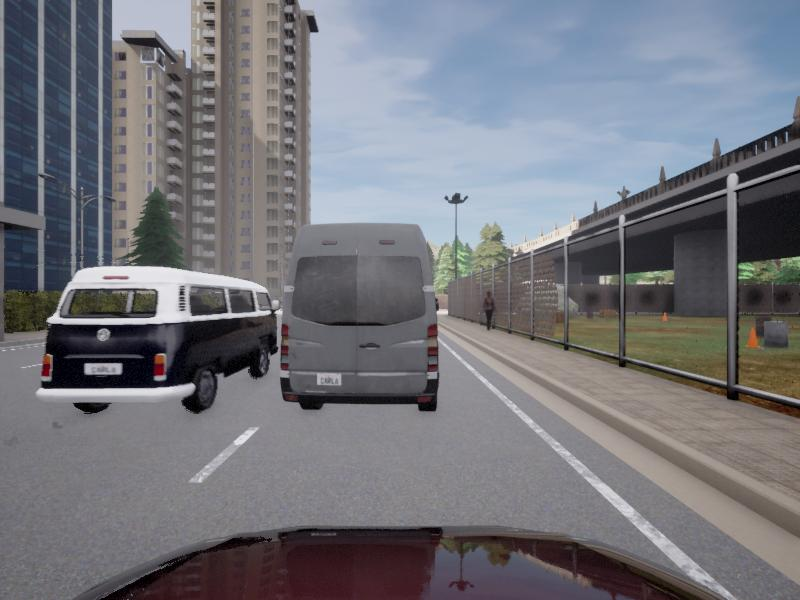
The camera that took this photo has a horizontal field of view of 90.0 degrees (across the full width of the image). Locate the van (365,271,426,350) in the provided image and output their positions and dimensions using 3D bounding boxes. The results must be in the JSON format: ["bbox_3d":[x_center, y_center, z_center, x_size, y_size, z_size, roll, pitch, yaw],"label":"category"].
[{"bbox_3d":[-0.179,0.323,15.946,1.988,2.561,5.915,0,0,-1],"label":"van"}]

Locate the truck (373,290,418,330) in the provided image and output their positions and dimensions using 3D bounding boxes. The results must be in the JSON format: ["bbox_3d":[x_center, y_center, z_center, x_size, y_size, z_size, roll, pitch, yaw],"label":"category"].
[{"bbox_3d":[-0.279,0.542,24.364,2.390,2.098,6.274,0,0,-1],"label":"truck"}]

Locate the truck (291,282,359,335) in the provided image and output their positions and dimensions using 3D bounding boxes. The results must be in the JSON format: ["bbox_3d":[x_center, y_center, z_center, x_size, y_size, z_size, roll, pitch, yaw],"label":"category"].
[{"bbox_3d":[-3.741,0.363,21.121,2.627,2.467,5.204,0,0,-1],"label":"truck"}]

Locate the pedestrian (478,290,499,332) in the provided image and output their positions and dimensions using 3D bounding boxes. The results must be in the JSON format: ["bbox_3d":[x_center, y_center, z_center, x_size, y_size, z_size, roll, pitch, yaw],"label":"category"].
[{"bbox_3d":[3.971,0.485,17.934,0.751,1.860,0.751,0,0,-4],"label":"pedestrian"}]

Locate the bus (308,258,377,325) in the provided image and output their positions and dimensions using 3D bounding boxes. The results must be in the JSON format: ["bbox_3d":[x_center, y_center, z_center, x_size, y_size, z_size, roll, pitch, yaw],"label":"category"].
[{"bbox_3d":[-3.973,-0.535,30.721,3.944,4.253,10.273,0,0,-1],"label":"bus"}]

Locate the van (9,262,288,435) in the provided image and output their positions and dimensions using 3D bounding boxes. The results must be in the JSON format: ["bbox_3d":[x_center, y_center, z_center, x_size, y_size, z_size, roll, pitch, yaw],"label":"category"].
[{"bbox_3d":[-3.581,0.571,6.952,2.069,2.038,4.480,0,0,-1],"label":"van"}]

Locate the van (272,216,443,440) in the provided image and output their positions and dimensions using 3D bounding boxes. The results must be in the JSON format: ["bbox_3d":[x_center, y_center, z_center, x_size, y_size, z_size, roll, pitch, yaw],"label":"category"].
[{"bbox_3d":[-0.353,0.322,7.571,1.988,2.561,5.915,0,0,3],"label":"van"}]
